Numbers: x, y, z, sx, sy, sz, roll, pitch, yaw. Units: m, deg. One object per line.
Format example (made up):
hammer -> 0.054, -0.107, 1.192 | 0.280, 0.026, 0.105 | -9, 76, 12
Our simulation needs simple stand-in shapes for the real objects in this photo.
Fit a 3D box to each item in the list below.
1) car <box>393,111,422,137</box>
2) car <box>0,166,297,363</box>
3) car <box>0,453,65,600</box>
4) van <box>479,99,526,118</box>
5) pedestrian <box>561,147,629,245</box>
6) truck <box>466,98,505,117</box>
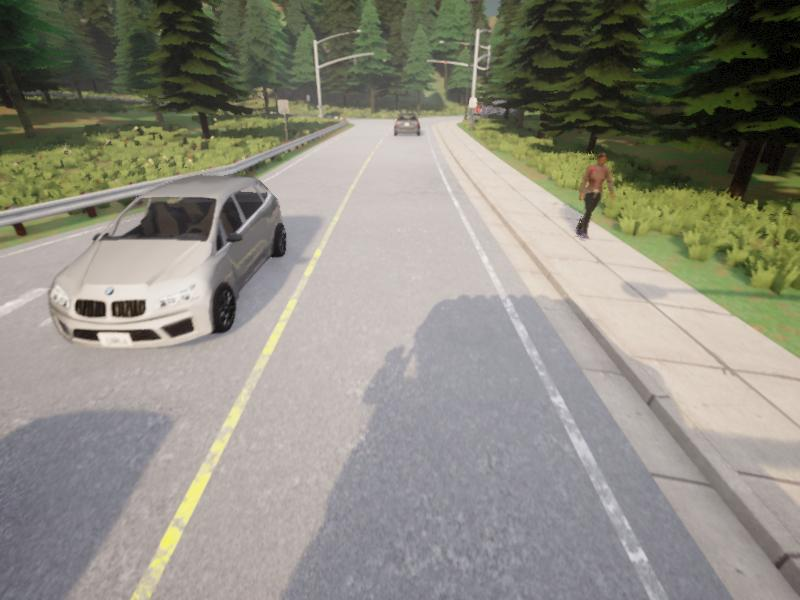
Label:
car -> 0.625, -14.735, 33.403 | 2.242, 1.667, 4.611 | 1, 27, 2
car -> -3.488, -1.005, 6.727 | 2.242, 1.667, 4.611 | 0, 27, 0
car -> -3.502, 2.482, 0.260 | 2.033, 1.411, 5.357 | 0, 27, 0
van -> 15.148, -28.487, 59.321 | 6.366, 2.431, 2.351 | -12, 29, -22
pedestrian -> 4.058, -2.184, 8.452 | 0.751, 1.860, 0.751 | 3, 27, 6
truck -> 13.230, -29.864, 61.949 | 5.204, 2.467, 2.627 | -14, 30, -25
